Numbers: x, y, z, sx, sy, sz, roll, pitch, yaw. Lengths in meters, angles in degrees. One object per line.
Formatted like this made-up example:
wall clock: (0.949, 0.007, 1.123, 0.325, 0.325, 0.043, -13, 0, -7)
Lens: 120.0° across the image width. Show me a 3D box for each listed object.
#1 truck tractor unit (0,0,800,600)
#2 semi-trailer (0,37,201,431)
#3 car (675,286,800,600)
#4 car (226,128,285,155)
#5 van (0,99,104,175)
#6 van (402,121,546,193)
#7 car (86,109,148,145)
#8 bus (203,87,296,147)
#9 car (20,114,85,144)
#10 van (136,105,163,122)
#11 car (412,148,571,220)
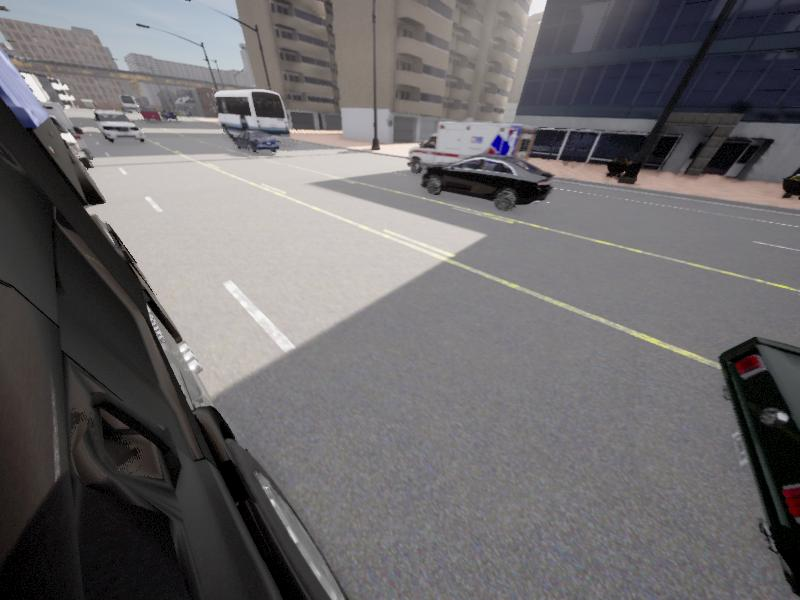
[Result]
truck tractor unit: (-2.645, -0.295, 0.351, 6.516, 4.208, 3.053, 28, 44, 30)
semi-trailer: (-8.667, -3.630, 4.254, 14.254, 4.402, 2.717, 29, 44, 30)
car: (4.247, 1.809, 0.417, 4.718, 1.301, 1.895, 30, 44, 31)
car: (-11.971, -13.120, 19.074, 5.357, 1.411, 2.033, 30, 45, 31)
van: (-17.025, -7.924, 11.033, 6.366, 2.431, 2.351, 30, 45, 31)
van: (3.344, -7.627, 11.970, 6.366, 2.431, 2.351, 30, 44, 31)
car: (-23.989, -14.714, 19.591, 5.566, 2.045, 2.150, 30, 45, 30)
bus: (-16.074, -19.468, 24.617, 10.273, 4.253, 3.944, 31, 45, 30)
car: (-26.961, -13.375, 18.035, 4.902, 1.511, 2.128, 31, 45, 30)
van: (-42.943, -31.970, 39.587, 4.442, 1.987, 1.775, 31, 45, 30)
car: (3.068, -4.587, 8.674, 4.902, 1.511, 2.128, 30, 45, 31)
